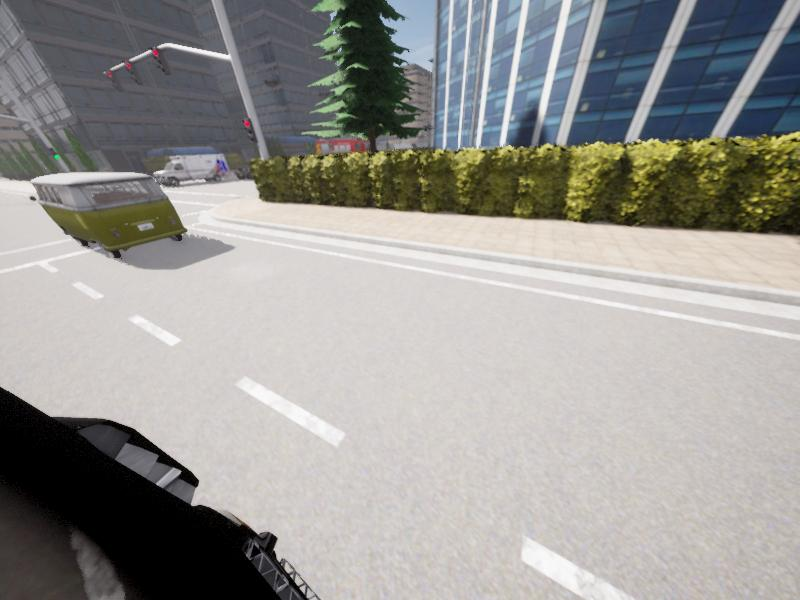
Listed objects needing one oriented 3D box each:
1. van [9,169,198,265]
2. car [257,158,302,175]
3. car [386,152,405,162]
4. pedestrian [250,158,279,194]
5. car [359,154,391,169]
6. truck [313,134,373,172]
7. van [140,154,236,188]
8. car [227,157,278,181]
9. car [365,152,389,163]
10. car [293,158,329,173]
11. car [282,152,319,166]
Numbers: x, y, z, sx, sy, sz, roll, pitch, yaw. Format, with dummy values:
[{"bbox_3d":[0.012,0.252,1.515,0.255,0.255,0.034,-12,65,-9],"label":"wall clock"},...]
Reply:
[{"bbox_3d":[-8.698,-2.647,6.875,4.442,1.987,1.775,14,37,24],"label":"van"},{"bbox_3d":[-16.114,-18.073,31.219,1.882,1.535,5.008,14,37,23],"label":"car"},{"bbox_3d":[-0.785,-26.793,43.219,1.845,1.501,3.633,14,37,23],"label":"car"},{"bbox_3d":[-8.121,-7.472,13.928,0.751,1.860,0.751,22,41,33],"label":"pedestrian"},{"bbox_3d":[-3.371,-19.598,32.550,2.128,1.511,4.902,14,37,23],"label":"car"},{"bbox_3d":[-7.421,-20.326,31.867,2.891,3.827,8.468,14,37,23],"label":"truck"},{"bbox_3d":[-20.842,-13.135,23.308,2.351,2.431,6.366,14,37,23],"label":"van"},{"bbox_3d":[-15.840,-14.270,25.119,1.905,1.878,3.866,14,37,23],"label":"car"},{"bbox_3d":[-4.300,-27.156,43.944,1.930,1.638,5.238,14,37,23],"label":"car"},{"bbox_3d":[-12.026,-18.328,31.436,1.994,1.385,4.181,14,37,24],"label":"car"},{"bbox_3d":[-20.618,-29.390,47.941,6.274,2.098,2.390,-21,38,-25],"label":"car"}]
